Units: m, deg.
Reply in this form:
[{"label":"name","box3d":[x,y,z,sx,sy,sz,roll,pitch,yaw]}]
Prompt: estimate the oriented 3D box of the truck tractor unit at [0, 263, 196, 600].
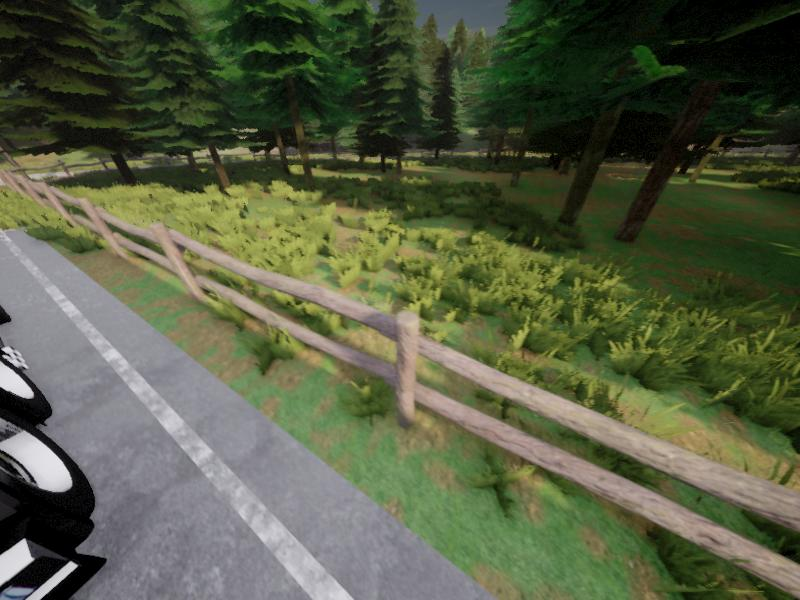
[{"label":"truck tractor unit","box3d":[-5.113,-0.296,0.795,6.516,4.208,3.053,18,39,24]}]
